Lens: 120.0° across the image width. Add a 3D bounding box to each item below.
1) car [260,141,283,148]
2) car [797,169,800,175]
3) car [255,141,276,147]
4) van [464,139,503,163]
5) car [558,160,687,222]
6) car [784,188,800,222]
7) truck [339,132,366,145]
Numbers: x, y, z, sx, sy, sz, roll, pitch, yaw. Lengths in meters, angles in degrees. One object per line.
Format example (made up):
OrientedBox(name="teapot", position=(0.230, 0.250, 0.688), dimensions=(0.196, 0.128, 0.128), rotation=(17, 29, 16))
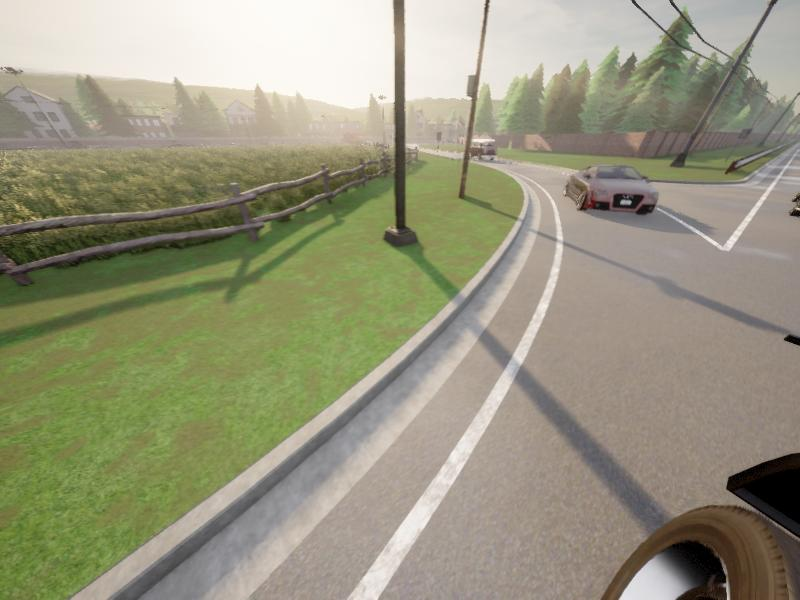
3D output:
OrientedBox(name="car", position=(-37.199, -45.113, 66.861), dimensions=(5.366, 1.575, 1.801), rotation=(-22, 40, -27))
OrientedBox(name="car", position=(29.741, -9.436, 15.733), dimensions=(4.792, 1.488, 2.163), rotation=(-22, 41, -28))
OrientedBox(name="car", position=(-40.010, -46.434, 68.764), dimensions=(5.008, 1.535, 1.882), rotation=(-22, 40, -27))
OrientedBox(name="van", position=(9.151, -16.820, 25.899), dimensions=(2.069, 2.038, 4.480), rotation=(-6, 36, -7))
OrientedBox(name="car", position=(7.870, -4.357, 8.827), dimensions=(1.994, 1.385, 4.181), rotation=(11, 37, 16))
OrientedBox(name="car", position=(15.256, -3.646, 7.531), dimensions=(5.027, 1.651, 2.152), rotation=(-22, 41, -28))
OrientedBox(name="truck", position=(-16.643, -56.720, 81.145), dimensions=(8.468, 3.827, 2.891), rotation=(-22, 40, -27))
